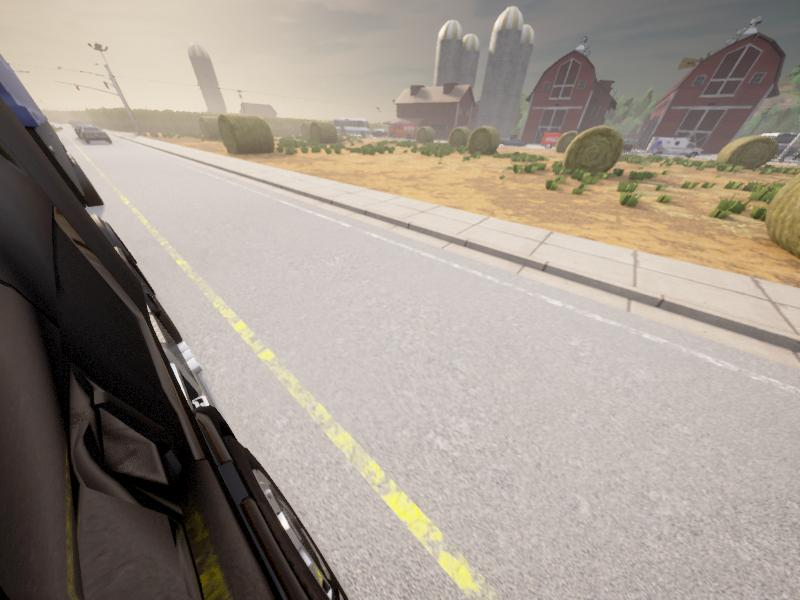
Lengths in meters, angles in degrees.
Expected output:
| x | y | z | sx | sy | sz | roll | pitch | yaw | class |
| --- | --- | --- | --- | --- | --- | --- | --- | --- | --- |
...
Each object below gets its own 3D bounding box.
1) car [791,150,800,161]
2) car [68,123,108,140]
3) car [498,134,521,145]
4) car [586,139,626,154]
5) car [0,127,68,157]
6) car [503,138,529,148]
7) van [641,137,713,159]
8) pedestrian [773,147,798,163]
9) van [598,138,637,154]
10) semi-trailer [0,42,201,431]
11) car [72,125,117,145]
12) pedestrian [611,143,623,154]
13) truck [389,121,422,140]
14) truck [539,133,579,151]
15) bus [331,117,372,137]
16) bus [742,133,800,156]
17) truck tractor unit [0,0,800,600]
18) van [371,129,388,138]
| x | y | z | sx | sy | sz | roll | pitch | yaw | class |
| --- | --- | --- | --- | --- | --- | --- | --- | --- | --- |
| 68.925 | -24.291 | 38.888 | 1.789 | 1.549 | 3.705 | 26 | 42 | 28 | car |
| -37.142 | -20.027 | 27.456 | 4.792 | 1.488 | 2.163 | 28 | 43 | 30 | car |
| 24.817 | -36.453 | 52.389 | 3.866 | 1.878 | 1.905 | -4 | 43 | -5 | car |
| 34.834 | -26.052 | 39.139 | 4.605 | 1.855 | 1.932 | 25 | 42 | 27 | car |
| -25.000 | -10.885 | 15.838 | 4.181 | 1.385 | 1.994 | 28 | 43 | 30 | car |
| 23.043 | -31.285 | 45.981 | 4.181 | 1.385 | 1.994 | 25 | 43 | 28 | car |
| 41.622 | -23.145 | 35.107 | 6.366 | 2.431 | 2.351 | 25 | 42 | 27 | van |
| 53.830 | -20.227 | 32.253 | 0.751 | 1.860 | 0.751 | 21 | 40 | 24 | pedestrian |
| 38.169 | -27.136 | 40.692 | 4.442 | 1.987 | 1.775 | 25 | 42 | 27 | van |
| -8.705 | -3.576 | 4.258 | 14.254 | 4.402 | 2.717 | 28 | 44 | 30 | semi-trailer |
| -31.501 | -17.029 | 23.776 | 5.357 | 1.411 | 2.033 | 28 | 43 | 30 | car |
| 32.088 | -22.369 | 34.200 | 0.751 | 1.300 | 0.751 | 26 | 42 | 28 | pedestrian |
| 1.241 | -44.923 | 61.220 | 8.468 | 3.827 | 2.891 | 25 | 42 | 27 | truck |
| 29.009 | -28.978 | 42.283 | 5.204 | 2.467 | 2.627 | 25 | 42 | 27 | truck |
| -13.552 | -49.202 | 65.864 | 10.273 | 4.253 | 3.944 | 7 | 37 | 6 | bus |
| 89.844 | -37.853 | 56.084 | 3.944 | 4.253 | 10.273 | 26 | 42 | 28 | bus |
| -2.645 | -0.295 | 0.351 | 6.516 | 4.208 | 3.053 | 28 | 44 | 30 | truck tractor unit |
| -5.841 | -47.459 | 65.770 | 4.480 | 2.038 | 2.069 | 25 | 42 | 28 | van |
